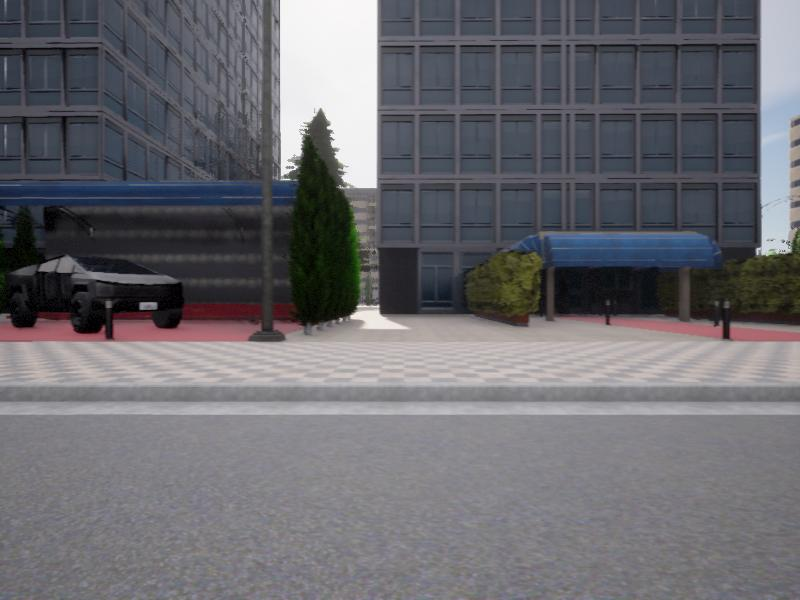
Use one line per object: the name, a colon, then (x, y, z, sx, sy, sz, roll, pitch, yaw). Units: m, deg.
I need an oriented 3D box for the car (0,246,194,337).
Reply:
car: (-9.114, -0.200, 11.821, 6.274, 2.098, 2.390, 0, 0, 31)

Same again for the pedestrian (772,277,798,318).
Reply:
pedestrian: (18.264, -0.122, 18.978, 0.751, 1.860, 0.751, 0, 0, 32)

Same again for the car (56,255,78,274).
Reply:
car: (-8.914, -0.942, 10.700, 0.945, 0.468, 0.156, 0, 0, 31)

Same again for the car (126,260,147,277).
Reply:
car: (-8.036, -0.942, 12.189, 0.945, 0.468, 0.156, 0, 0, 31)

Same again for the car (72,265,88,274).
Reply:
car: (-8.148, -0.770, 10.168, 0.653, 0.191, 0.090, 0, 0, 31)

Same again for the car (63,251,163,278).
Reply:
car: (-7.944, -0.949, 11.132, 1.642, 0.535, 1.750, 0, 0, 31)
